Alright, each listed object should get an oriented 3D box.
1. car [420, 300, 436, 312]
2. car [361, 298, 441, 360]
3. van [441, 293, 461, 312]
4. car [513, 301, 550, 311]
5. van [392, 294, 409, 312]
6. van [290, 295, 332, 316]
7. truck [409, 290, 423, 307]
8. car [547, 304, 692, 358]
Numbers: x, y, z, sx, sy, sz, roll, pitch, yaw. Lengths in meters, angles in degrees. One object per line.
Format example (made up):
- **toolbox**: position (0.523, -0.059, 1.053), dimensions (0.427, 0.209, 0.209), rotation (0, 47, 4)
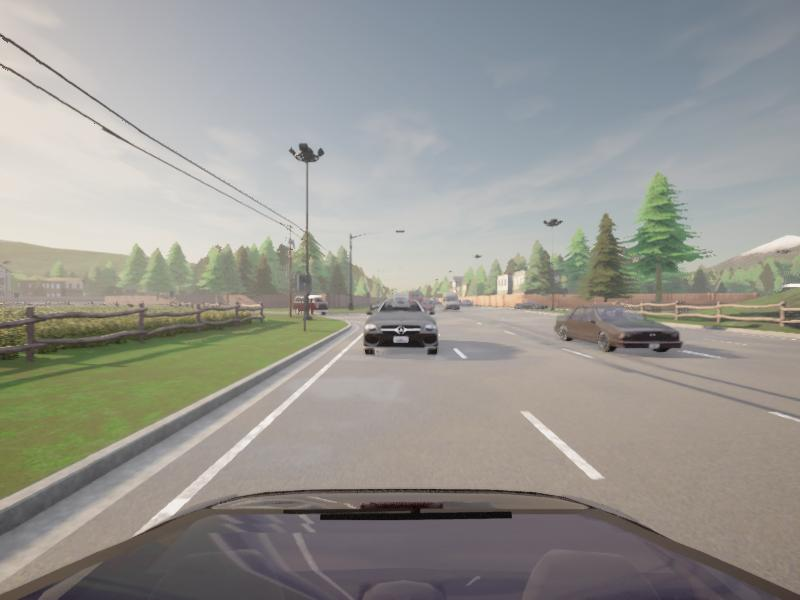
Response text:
- **car**: position (3.579, 0.802, 51.918), dimensions (1.845, 1.501, 3.633), rotation (0, 0, 0)
- **car**: position (0.027, 0.774, 13.224), dimensions (2.152, 1.651, 5.027), rotation (0, 0, 0)
- **van**: position (7.082, 0.296, 55.906), dimensions (1.988, 2.561, 5.915), rotation (0, 0, 0)
- **car**: position (20.233, 0.864, 61.991), dimensions (2.033, 1.411, 5.357), rotation (0, 0, -33)
- **van**: position (0.087, 0.350, 57.543), dimensions (2.351, 2.431, 6.366), rotation (0, 0, 0)
- **van**: position (-9.191, 0.552, 41.046), dimensions (2.069, 2.038, 4.480), rotation (0, 0, -45)
- **truck**: position (3.632, -0.369, 92.723), dimensions (2.891, 3.827, 8.468), rotation (0, 0, 0)
- **car**: position (7.026, 0.888, 13.704), dimensions (2.033, 1.411, 5.357), rotation (0, 0, 0)
